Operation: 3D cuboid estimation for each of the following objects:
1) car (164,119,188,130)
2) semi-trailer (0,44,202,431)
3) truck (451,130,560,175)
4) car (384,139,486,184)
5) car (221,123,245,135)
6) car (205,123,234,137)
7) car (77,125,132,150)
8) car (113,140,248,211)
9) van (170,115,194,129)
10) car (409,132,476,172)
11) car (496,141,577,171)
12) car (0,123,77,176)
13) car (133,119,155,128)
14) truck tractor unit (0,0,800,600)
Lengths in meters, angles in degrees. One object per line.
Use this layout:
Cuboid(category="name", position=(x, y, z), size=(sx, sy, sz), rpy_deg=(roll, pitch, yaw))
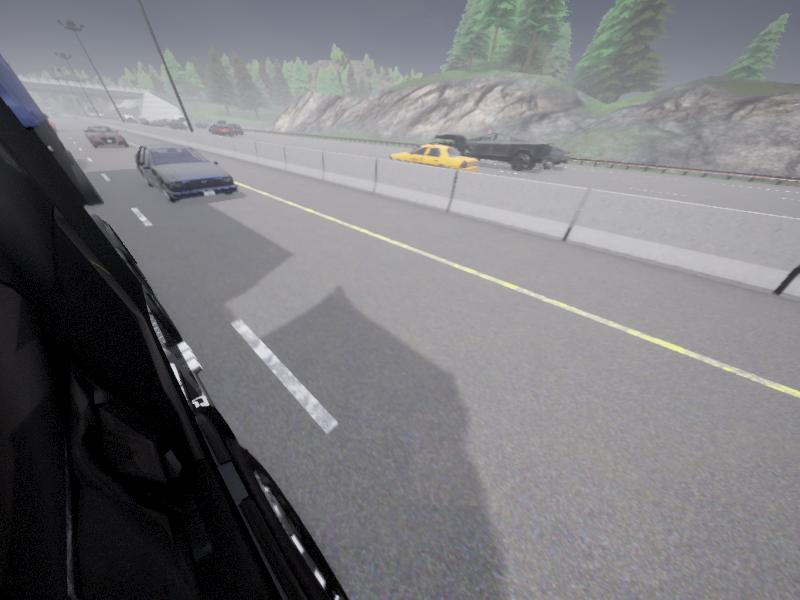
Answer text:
Cuboid(category="car", position=(-46.459, -36.399, 47.937), size=(4.553, 1.767, 2.097), rpy_deg=(28, 44, 30))
Cuboid(category="semi-trailer", position=(-8.698, -3.597, 4.239), size=(14.254, 4.402, 2.717), rpy_deg=(28, 44, 30))
Cuboid(category="truck", position=(7.187, -10.670, 16.490), size=(6.274, 2.098, 2.390), rpy_deg=(28, 44, 30))
Cuboid(category="car", position=(1.701, -7.889, 12.904), size=(5.366, 1.575, 1.801), rpy_deg=(28, 44, 30))
Cuboid(category="car", position=(-29.169, -29.853, 40.365), size=(3.988, 1.617, 1.851), rpy_deg=(28, 44, 30))
Cuboid(category="car", position=(-28.165, -26.521, 36.053), size=(4.514, 1.525, 2.007), rpy_deg=(28, 44, 30))
Cuboid(category="car", position=(-24.035, -13.279, 18.794), size=(4.181, 1.385, 1.994), rpy_deg=(28, 44, 30))
Cuboid(category="car", position=(-7.943, -4.709, 8.280), size=(5.357, 1.411, 2.033), rpy_deg=(28, 44, 30))
Cuboid(category="van", position=(-51.835, -42.320, 54.895), size=(5.915, 2.561, 1.988), rpy_deg=(28, 44, 30))
Cuboid(category="car", position=(2.776, -10.190, 15.773), size=(3.866, 1.878, 1.905), rpy_deg=(28, 44, 30))
Cuboid(category="car", position=(10.545, -11.387, 18.125), size=(4.902, 1.511, 2.128), rpy_deg=(28, 44, 30))
Cuboid(category="car", position=(-17.514, -7.170, 10.817), size=(4.856, 1.649, 2.033), rpy_deg=(28, 44, 30))
Cuboid(category="car", position=(-56.143, -38.707, 50.678), size=(4.974, 1.542, 2.038), rpy_deg=(28, 44, 30))
Cuboid(category="truck tractor unit", position=(-2.645, -0.295, 0.351), size=(6.516, 4.208, 3.053), rpy_deg=(28, 44, 30))
